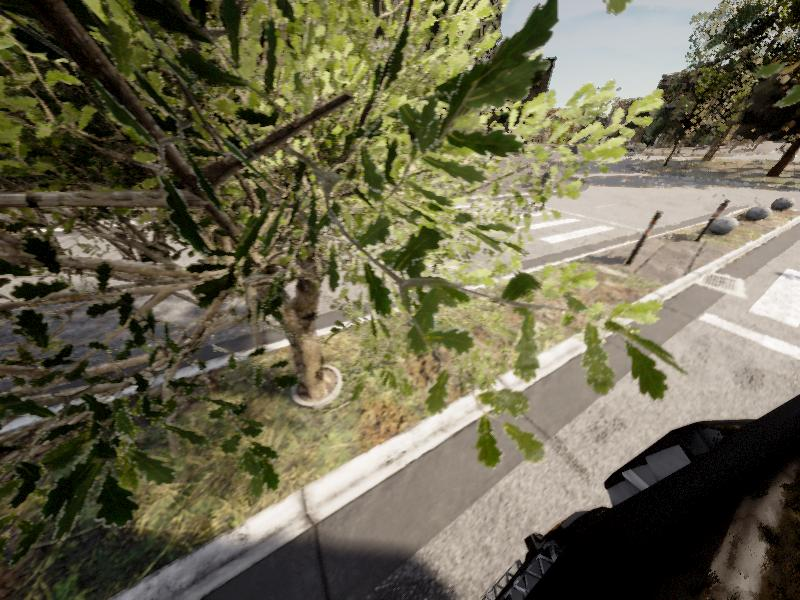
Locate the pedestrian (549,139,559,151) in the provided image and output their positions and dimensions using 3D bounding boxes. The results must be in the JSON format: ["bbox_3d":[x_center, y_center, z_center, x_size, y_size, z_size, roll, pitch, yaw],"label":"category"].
[{"bbox_3d":[29.167,-29.406,43.845,0.751,1.860,0.751,-4,36,-4],"label":"pedestrian"}]

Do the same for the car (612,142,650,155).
[{"bbox_3d":[36.720,-24.127,36.784,1.789,1.549,3.705,-8,36,-8],"label":"car"}]

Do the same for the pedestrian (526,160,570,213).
[{"bbox_3d":[6.189,-4.777,9.758,0.751,1.860,0.751,-9,36,-10],"label":"pedestrian"}]
